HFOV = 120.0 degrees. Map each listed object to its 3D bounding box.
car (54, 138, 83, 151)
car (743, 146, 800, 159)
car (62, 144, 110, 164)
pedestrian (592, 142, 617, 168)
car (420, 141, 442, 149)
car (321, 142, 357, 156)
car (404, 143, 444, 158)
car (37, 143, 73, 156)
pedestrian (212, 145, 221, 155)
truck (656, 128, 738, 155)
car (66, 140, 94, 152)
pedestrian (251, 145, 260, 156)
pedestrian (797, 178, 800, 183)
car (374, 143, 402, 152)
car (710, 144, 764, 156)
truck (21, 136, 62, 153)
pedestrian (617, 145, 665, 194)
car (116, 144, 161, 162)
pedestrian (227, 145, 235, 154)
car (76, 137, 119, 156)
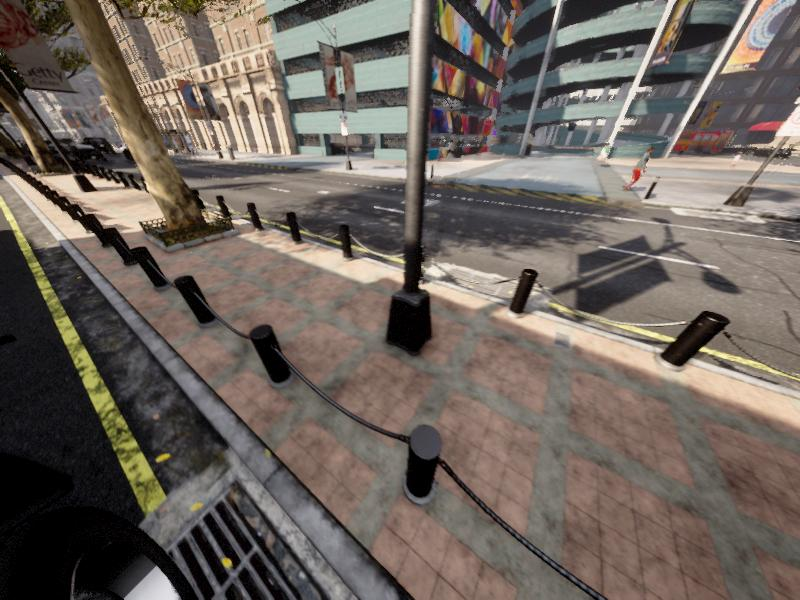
[{"bbox_3d":[-60.439,-28.411,42.107,3.866,1.878,1.905,21,40,27],"label":"car"},{"bbox_3d":[55.628,-22.248,34.750,1.994,1.385,4.181,4,35,5],"label":"car"},{"bbox_3d":[-32.149,-15.007,23.644,4.892,1.490,1.837,21,40,27],"label":"car"},{"bbox_3d":[17.677,-12.591,20.002,0.751,1.860,0.751,10,36,14],"label":"pedestrian"},{"bbox_3d":[7.313,-36.451,54.257,4.514,1.523,2.007,21,40,26],"label":"car"},{"bbox_3d":[-8.808,-21.874,33.429,4.786,1.482,2.161,21,40,26],"label":"car"},{"bbox_3d":[3.142,-20.179,31.053,4.902,1.511,2.128,21,40,26],"label":"car"},{"bbox_3d":[-48.155,-21.095,32.243,4.181,1.385,1.994,21,40,27],"label":"car"},{"bbox_3d":[-25.033,-20.481,31.507,0.500,1.100,0.500,22,41,28],"label":"pedestrian"},{"bbox_3d":[55.352,-30.014,43.629,2.891,3.827,8.468,-7,36,-11],"label":"truck"},{"bbox_3d":[-52.878,-25.391,38.145,3.705,1.549,1.789,21,40,27],"label":"car"},{"bbox_3d":[-19.130,-19.752,30.521,0.500,1.100,0.500,25,42,30],"label":"pedestrian"},{"bbox_3d":[23.658,-7.297,13.199,0.500,1.100,0.500,-24,42,-30],"label":"pedestrian"},{"bbox_3d":[-2.094,-27.262,41.216,4.718,1.301,1.895,21,40,26],"label":"car"},{"bbox_3d":[59.449,-26.627,40.930,2.128,1.511,4.902,-3,35,-5],"label":"car"},{"bbox_3d":[-57.757,-25.065,37.178,6.274,2.098,2.390,21,40,27],"label":"truck"},{"bbox_3d":[10.858,-5.937,10.505,0.751,1.860,0.751,23,41,29],"label":"pedestrian"},{"bbox_3d":[-28.273,-15.930,25.001,3.806,1.475,1.970,21,40,27],"label":"car"},{"bbox_3d":[-23.669,-21.092,32.385,0.500,1.100,0.500,-29,45,-35],"label":"pedestrian"},{"bbox_3d":[-42.471,-21.599,32.434,5.566,2.045,2.150,21,40,27],"label":"car"}]
